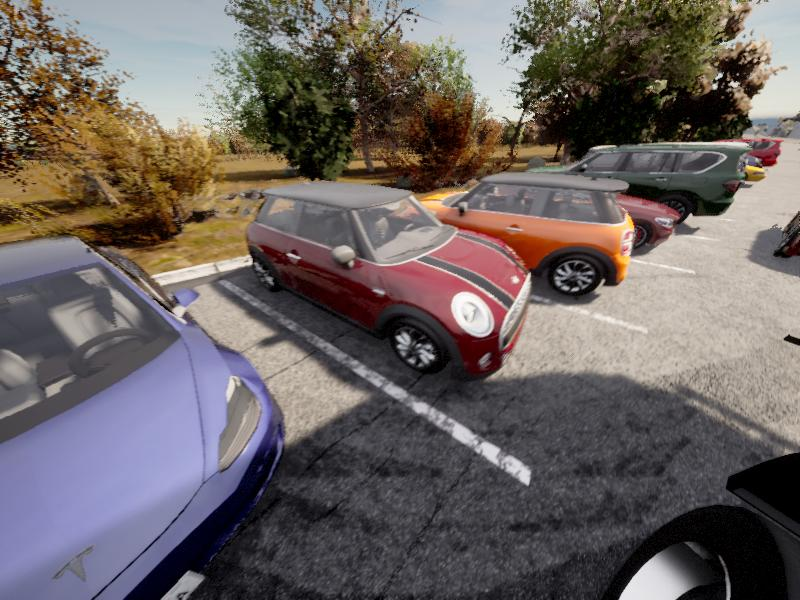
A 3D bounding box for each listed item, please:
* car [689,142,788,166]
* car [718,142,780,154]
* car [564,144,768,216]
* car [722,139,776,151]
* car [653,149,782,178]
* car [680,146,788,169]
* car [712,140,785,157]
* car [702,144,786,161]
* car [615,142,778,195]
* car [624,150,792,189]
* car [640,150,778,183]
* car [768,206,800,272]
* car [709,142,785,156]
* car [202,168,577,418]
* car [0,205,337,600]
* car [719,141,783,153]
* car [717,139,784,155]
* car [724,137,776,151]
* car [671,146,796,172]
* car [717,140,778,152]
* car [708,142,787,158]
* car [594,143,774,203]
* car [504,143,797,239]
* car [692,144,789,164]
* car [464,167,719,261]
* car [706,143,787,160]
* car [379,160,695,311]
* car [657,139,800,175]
[{"bbox_3d":[31.248,-13.736,21.646,4.553,1.767,2.185,21,40,28],"label":"car"},{"bbox_3d":[52.458,-22.961,34.886,4.674,1.452,2.002,19,39,26],"label":"car"},{"bbox_3d":[9.451,-4.831,8.983,4.442,1.987,1.878,21,40,29],"label":"car"},{"bbox_3d":[61.633,-27.448,40.908,4.553,1.767,2.185,18,39,25],"label":"car"},{"bbox_3d":[21.561,-9.617,16.136,4.792,1.488,2.163,21,40,28],"label":"car"},{"bbox_3d":[28.817,-12.635,20.320,4.892,1.521,2.231,21,40,28],"label":"car"},{"bbox_3d":[45.451,-19.923,30.333,4.553,1.767,2.185,19,39,27],"label":"car"},{"bbox_3d":[38.369,-16.676,26.041,4.792,1.488,2.163,20,40,27],"label":"car"},{"bbox_3d":[14.324,-6.820,11.771,4.442,1.987,1.878,21,40,29],"label":"car"},{"bbox_3d":[16.819,-7.606,13.255,5.366,1.575,1.946,21,40,29],"label":"car"},{"bbox_3d":[19.074,-8.638,14.766,4.792,1.488,2.163,21,40,29],"label":"car"},{"bbox_3d":[10.184,-1.557,4.861,4.181,1.385,1.994,-22,41,-28],"label":"car"},{"bbox_3d":[47.655,-20.918,31.948,5.366,1.575,1.946,19,40,26],"label":"car"},{"bbox_3d":[-0.416,-0.826,3.546,4.553,1.767,2.185,21,40,29],"label":"car"},{"bbox_3d":[-3.143,0.449,2.023,4.792,1.488,2.163,21,40,29],"label":"car"},{"bbox_3d":[57.214,-25.114,37.831,5.366,1.575,1.946,18,38,25],"label":"car"},{"bbox_3d":[50.164,-22.018,33.275,4.553,1.767,2.185,19,39,26],"label":"car"},{"bbox_3d":[63.965,-28.620,42.379,4.442,1.987,1.878,17,38,25],"label":"car"},{"bbox_3d":[26.549,-11.586,18.835,5.366,1.575,1.946,21,40,28],"label":"car"},{"bbox_3d":[59.175,-26.307,39.523,5.366,1.575,1.946,18,39,25],"label":"car"},{"bbox_3d":[43.132,-18.758,28.912,5.008,1.535,2.097,20,40,27],"label":"car"},{"bbox_3d":[11.887,-5.825,10.377,4.442,1.987,1.878,21,40,29],"label":"car"},{"bbox_3d":[6.892,-3.903,7.643,5.566,2.045,2.435,21,40,29],"label":"car"},{"bbox_3d":[33.631,-14.649,23.144,5.008,1.535,2.097,21,40,28],"label":"car"},{"bbox_3d":[4.484,-2.664,6.408,4.674,1.452,2.002,21,40,29],"label":"car"},{"bbox_3d":[40.799,-17.691,27.465,4.792,1.488,2.163,20,39,27],"label":"car"},{"bbox_3d":[2.068,-1.795,4.901,4.553,1.767,2.185,21,40,29],"label":"car"},{"bbox_3d":[23.940,-10.857,17.393,5.566,2.045,2.435,21,40,28],"label":"car"}]
